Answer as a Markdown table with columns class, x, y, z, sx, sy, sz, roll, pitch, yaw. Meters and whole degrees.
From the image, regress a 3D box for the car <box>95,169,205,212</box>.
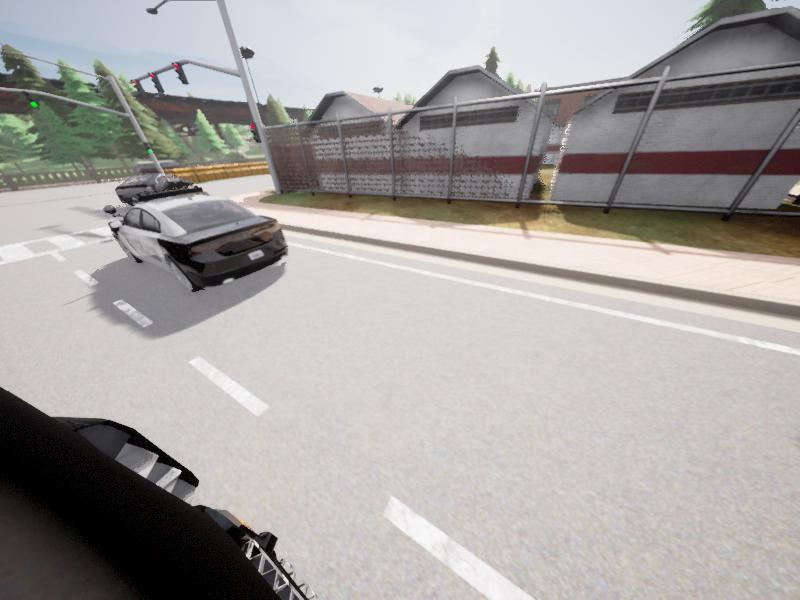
| class | x | y | z | sx | sy | sz | roll | pitch | yaw |
| --- | --- | --- | --- | --- | --- | --- | --- | --- | --- |
| car | -14.140 | -6.633 | 13.657 | 2.128 | 1.511 | 4.902 | -11 | 34 | -11 |

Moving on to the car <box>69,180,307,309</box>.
| class | x | y | z | sx | sy | sz | roll | pitch | yaw |
| --- | --- | --- | --- | --- | --- | --- | --- | --- | --- |
| car | -4.926 | -1.673 | 5.360 | 5.238 | 1.638 | 1.930 | 16 | 38 | 26 |

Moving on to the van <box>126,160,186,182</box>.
| class | x | y | z | sx | sy | sz | roll | pitch | yaw |
| --- | --- | --- | --- | --- | --- | --- | --- | --- | --- |
| van | -30.423 | -16.313 | 29.057 | 1.775 | 1.987 | 4.442 | 15 | 37 | 25 |

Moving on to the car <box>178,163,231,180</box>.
| class | x | y | z | sx | sy | sz | roll | pitch | yaw |
| --- | --- | --- | --- | --- | --- | --- | --- | --- | --- |
| car | -23.318 | -15.437 | 27.743 | 1.994 | 1.385 | 4.181 | 15 | 37 | 25 |

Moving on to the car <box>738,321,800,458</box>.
| class | x | y | z | sx | sy | sz | roll | pitch | yaw |
| --- | --- | --- | --- | --- | --- | --- | --- | --- | --- |
| car | 5.229 | 1.272 | 0.240 | 4.974 | 1.542 | 2.038 | 16 | 38 | 26 |

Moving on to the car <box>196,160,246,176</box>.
| class | x | y | z | sx | sy | sz | roll | pitch | yaw |
| --- | --- | --- | --- | --- | --- | --- | --- | --- | --- |
| car | -24.573 | -18.253 | 31.947 | 2.128 | 1.511 | 4.902 | 15 | 37 | 25 |
